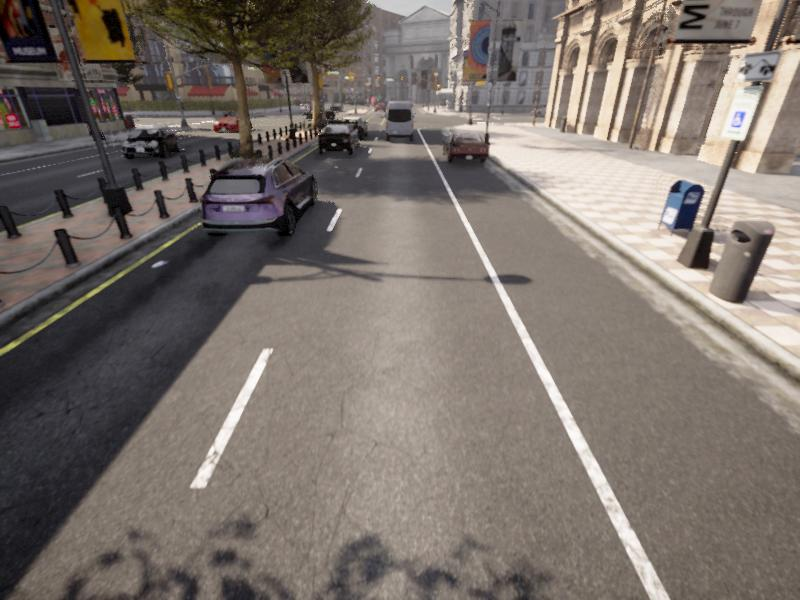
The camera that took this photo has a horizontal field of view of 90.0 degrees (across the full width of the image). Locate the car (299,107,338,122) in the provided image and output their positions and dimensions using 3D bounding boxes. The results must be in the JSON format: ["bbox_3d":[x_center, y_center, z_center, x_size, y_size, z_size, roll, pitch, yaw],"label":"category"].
[{"bbox_3d":[-10.110,-22.896,49.350,4.892,1.490,1.837,20,33,34],"label":"car"}]

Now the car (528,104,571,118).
[{"bbox_3d":[21.005,-26.709,56.495,5.027,1.651,2.152,0,27,0],"label":"car"}]

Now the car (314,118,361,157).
[{"bbox_3d":[-3.521,-9.617,23.447,1.930,1.638,5.238,0,27,0],"label":"car"}]

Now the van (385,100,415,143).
[{"bbox_3d":[-0.023,-13.347,29.684,1.988,2.561,5.915,0,27,0],"label":"van"}]

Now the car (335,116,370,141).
[{"bbox_3d":[-3.523,-13.065,30.306,1.970,1.475,3.806,1,27,2],"label":"car"}]

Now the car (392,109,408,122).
[{"bbox_3d":[-0.047,-22.889,49.519,1.895,1.301,4.718,0,27,0],"label":"car"}]

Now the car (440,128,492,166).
[{"bbox_3d":[3.231,-7.944,20.551,1.895,1.301,4.718,0,27,0],"label":"car"}]

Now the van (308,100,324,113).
[{"bbox_3d":[-15.070,-34.847,71.977,1.775,1.987,4.442,0,27,0],"label":"van"}]

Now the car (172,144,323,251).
[{"bbox_3d":[-3.508,-2.908,10.469,2.033,1.649,4.856,0,27,0],"label":"car"}]

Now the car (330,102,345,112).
[{"bbox_3d":[-11.570,-35.790,74.170,1.930,1.638,5.238,0,27,0],"label":"car"}]

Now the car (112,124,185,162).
[{"bbox_3d":[-13.322,-8.505,21.506,1.970,1.475,3.806,-5,28,-10],"label":"car"}]

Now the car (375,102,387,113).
[{"bbox_3d":[-3.574,-36.614,76.053,2.152,1.651,5.027,0,27,0],"label":"car"}]

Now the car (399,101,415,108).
[{"bbox_3d":[1.764,-47.048,96.205,1.994,1.385,4.181,14,31,26],"label":"car"}]

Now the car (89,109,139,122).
[{"bbox_3d":[-35.723,-23.110,50.065,4.718,1.301,1.895,0,27,0],"label":"car"}]

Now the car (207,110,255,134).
[{"bbox_3d":[-15.035,-16.043,35.899,2.242,1.667,4.611,0,27,0],"label":"car"}]

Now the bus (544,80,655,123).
[{"bbox_3d":[22.987,-23.179,46.788,10.273,4.253,3.944,0,27,1],"label":"bus"}]
